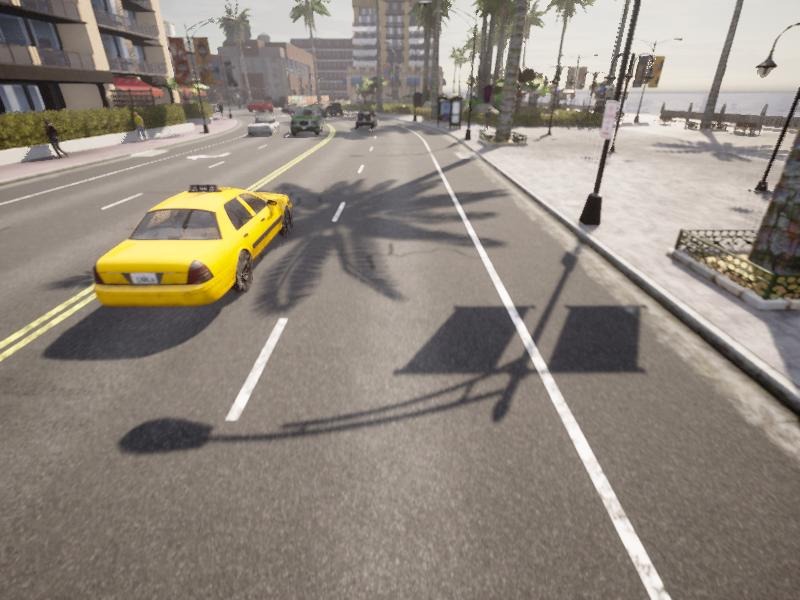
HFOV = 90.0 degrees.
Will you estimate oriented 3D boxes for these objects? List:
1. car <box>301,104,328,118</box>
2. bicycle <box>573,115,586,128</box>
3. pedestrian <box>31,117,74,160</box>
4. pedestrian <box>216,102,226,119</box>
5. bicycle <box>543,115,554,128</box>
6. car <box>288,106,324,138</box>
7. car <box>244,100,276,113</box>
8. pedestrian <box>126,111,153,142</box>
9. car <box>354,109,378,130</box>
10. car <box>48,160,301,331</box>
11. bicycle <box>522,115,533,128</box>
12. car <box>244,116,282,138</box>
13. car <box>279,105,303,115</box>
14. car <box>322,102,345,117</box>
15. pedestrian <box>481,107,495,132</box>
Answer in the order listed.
[{"bbox_3d":[-12.139,-26.808,56.677,2.242,1.667,4.611,-14,30,-24],"label":"car"},{"bbox_3d":[17.150,-17.062,38.167,0.373,1.024,1.643,0,27,-1],"label":"bicycle"},{"bbox_3d":[-16.709,-7.803,19.288,0.751,1.860,0.751,0,27,1],"label":"pedestrian"},{"bbox_3d":[-22.375,-23.712,50.099,0.751,1.860,0.751,-11,29,-21],"label":"pedestrian"},{"bbox_3d":[14.133,-17.045,38.138,0.373,1.024,1.643,0,27,-1],"label":"bicycle"},{"bbox_3d":[-7.561,-14.630,32.677,2.150,2.045,5.566,-3,28,-5],"label":"car"},{"bbox_3d":[-25.003,-34.599,71.374,5.566,2.045,2.150,18,33,32],"label":"car"},{"bbox_3d":[-16.980,-11.304,26.067,0.751,1.860,0.751,1,27,3],"label":"pedestrian"},{"bbox_3d":[-3.247,-17.663,39.025,1.851,1.617,3.988,1,27,2],"label":"car"},{"bbox_3d":[-3.500,-1.490,7.738,1.801,1.575,5.366,0,27,0],"label":"car"},{"bbox_3d":[12.121,-17.034,38.118,0.373,1.024,1.643,0,27,-1],"label":"bicycle"},{"bbox_3d":[-11.047,-14.156,32.584,1.895,1.301,4.718,-3,27,-6],"label":"car"},{"bbox_3d":[-17.708,-30.875,64.861,1.994,1.385,4.181,-21,34,-35],"label":"car"},{"bbox_3d":[-9.974,-28.480,59.670,1.905,1.878,3.866,-15,31,-27],"label":"car"},{"bbox_3d":[7.368,-15.122,33.432,0.751,1.860,0.751,-3,27,-6],"label":"pedestrian"}]
